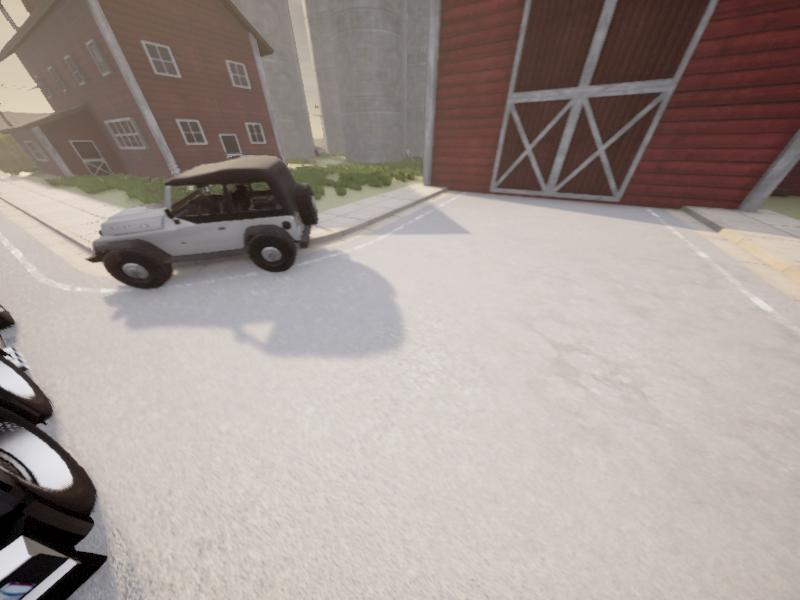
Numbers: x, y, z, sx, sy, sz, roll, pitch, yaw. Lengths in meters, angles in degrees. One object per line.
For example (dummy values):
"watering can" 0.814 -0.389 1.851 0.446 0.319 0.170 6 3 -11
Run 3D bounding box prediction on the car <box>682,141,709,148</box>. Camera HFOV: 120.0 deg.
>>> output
"car" 76.339 -40.246 59.756 3.633 1.501 1.845 18 39 25

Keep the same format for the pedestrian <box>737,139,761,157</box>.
"pedestrian" 45.007 -19.592 29.797 0.751 1.860 0.751 19 39 26

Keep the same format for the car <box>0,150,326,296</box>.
"car" -3.716 -1.698 4.704 3.866 1.878 1.905 -9 41 -9

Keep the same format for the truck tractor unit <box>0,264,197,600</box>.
"truck tractor unit" -5.132 -0.271 0.803 6.516 4.208 3.053 17 39 25

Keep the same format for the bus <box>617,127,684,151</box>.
"bus" 57.326 -37.094 53.169 10.273 4.253 3.944 -6 35 -7
